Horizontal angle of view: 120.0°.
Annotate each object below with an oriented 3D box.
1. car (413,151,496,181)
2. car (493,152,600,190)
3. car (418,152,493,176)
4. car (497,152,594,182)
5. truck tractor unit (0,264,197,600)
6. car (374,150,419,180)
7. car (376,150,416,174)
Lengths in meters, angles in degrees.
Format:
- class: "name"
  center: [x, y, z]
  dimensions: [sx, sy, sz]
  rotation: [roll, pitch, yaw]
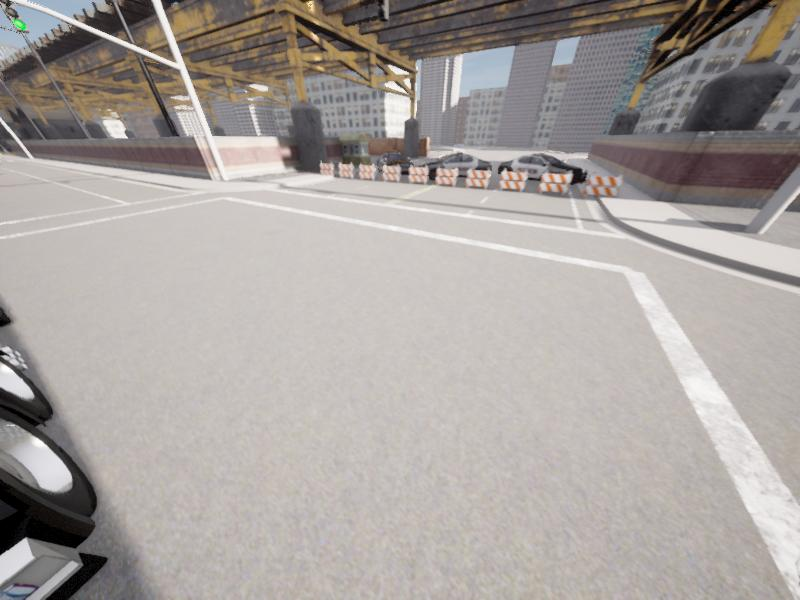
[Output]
- class: "car"
  center: [3.567, -9.202, 15.835]
  dimensions: [4.974, 1.542, 2.038]
  rotation: [-4, 35, -5]
- class: "car"
  center: [8.611, -8.089, 14.178]
  dimensions: [2.038, 1.542, 4.974]
  rotation: [-20, 39, -25]
- class: "car"
  center: [3.618, -9.335, 15.750]
  dimensions: [4.536, 1.218, 1.853]
  rotation: [-4, 35, -5]
- class: "car"
  center: [8.583, -8.243, 14.124]
  dimensions: [1.853, 1.218, 4.536]
  rotation: [-20, 39, -25]
- class: "truck tractor unit"
  center: [-5.113, -0.296, 0.789]
  dimensions: [6.516, 4.208, 3.053]
  rotation: [18, 39, 24]
- class: "car"
  center: [-0.430, -10.489, 17.732]
  dimensions: [2.038, 1.542, 4.974]
  rotation: [-10, 36, -13]
- class: "car"
  center: [-0.446, -10.646, 17.683]
  dimensions: [1.853, 1.218, 4.536]
  rotation: [-10, 36, -13]
